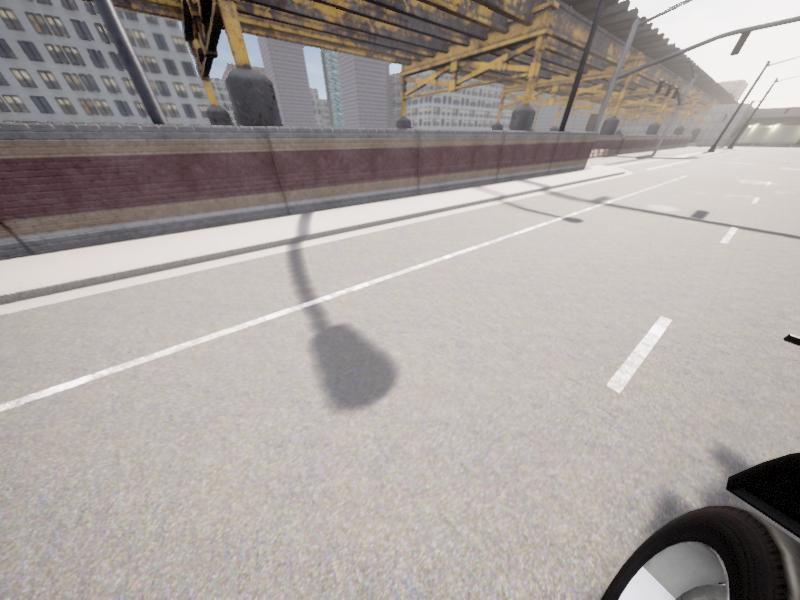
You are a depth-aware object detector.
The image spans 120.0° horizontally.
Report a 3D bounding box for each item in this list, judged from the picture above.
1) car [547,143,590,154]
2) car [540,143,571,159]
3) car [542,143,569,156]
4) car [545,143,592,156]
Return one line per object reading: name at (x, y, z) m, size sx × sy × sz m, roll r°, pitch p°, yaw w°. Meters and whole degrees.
car at (23.745, -21.505, 32.676) m, size 4.536 × 1.218 × 1.853 m, roll -4°, pitch 35°, yaw -5°
car at (19.854, -19.224, 29.734) m, size 2.038 × 1.542 × 4.974 m, roll 11°, pitch 37°, yaw 15°
car at (19.870, -19.381, 29.683) m, size 1.853 × 1.218 × 4.536 m, roll 11°, pitch 37°, yaw 15°
car at (23.798, -21.379, 32.772) m, size 4.974 × 1.542 × 2.038 m, roll -4°, pitch 35°, yaw -5°
